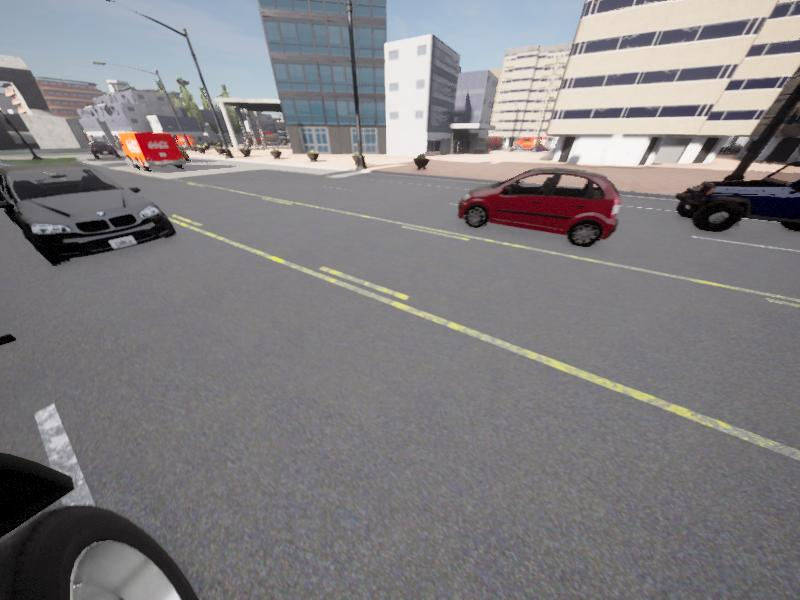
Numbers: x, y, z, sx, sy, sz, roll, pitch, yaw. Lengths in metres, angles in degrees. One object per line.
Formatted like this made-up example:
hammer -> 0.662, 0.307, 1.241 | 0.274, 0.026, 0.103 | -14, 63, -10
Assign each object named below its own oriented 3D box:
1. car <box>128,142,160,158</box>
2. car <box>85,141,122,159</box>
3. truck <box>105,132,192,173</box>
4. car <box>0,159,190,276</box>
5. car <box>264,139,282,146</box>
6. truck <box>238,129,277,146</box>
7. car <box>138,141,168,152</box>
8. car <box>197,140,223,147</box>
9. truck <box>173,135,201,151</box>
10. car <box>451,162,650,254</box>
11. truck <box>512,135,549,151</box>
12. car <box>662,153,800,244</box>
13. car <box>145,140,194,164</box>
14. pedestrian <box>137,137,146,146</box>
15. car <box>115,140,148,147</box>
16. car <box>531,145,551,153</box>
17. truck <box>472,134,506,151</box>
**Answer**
car -> -32.723, -19.180, 29.544 | 3.705, 1.549, 1.789 | 26, 42, 31
car -> -36.791, -18.667, 28.728 | 5.027, 1.651, 2.152 | 29, 44, 34
truck -> -19.859, -11.756, 18.307 | 5.204, 2.467, 2.627 | 20, 40, 26
car -> -8.068, -2.401, 5.808 | 4.611, 1.667, 2.242 | 20, 40, 25
car -> -36.833, -45.618, 67.060 | 1.851, 1.617, 3.988 | 19, 39, 25
truck -> -40.820, -46.664, 66.516 | 2.891, 3.827, 8.468 | 19, 39, 25
car -> -43.168, -26.933, 40.458 | 1.789, 1.549, 3.705 | -8, 36, -12
car -> -48.488, -40.015, 59.044 | 4.892, 1.490, 1.837 | -24, 42, -30
truck -> -41.834, -31.096, 45.593 | 2.627, 2.467, 5.204 | -17, 39, -23
car -> 3.776, -2.836, 6.569 | 3.988, 1.617, 1.851 | 20, 40, 25
truck -> 38.581, -46.586, 68.410 | 8.468, 3.827, 2.891 | 19, 39, 24
car -> 10.674, -2.826, 6.359 | 3.866, 1.878, 1.905 | 20, 40, 25
car -> -24.089, -15.511, 24.116 | 4.605, 1.855, 1.932 | 22, 41, 28
pedestrian -> -66.340, -40.683, 59.244 | 0.751, 1.860, 0.751 | -16, 38, -21
car -> -64.682, -37.724, 55.722 | 4.674, 1.442, 1.812 | -5, 36, -8
car -> 36.622, -39.254, 60.085 | 4.193, 1.474, 1.816 | 19, 39, 24
truck -> 25.951, -46.332, 67.703 | 8.468, 3.827, 2.891 | 20, 39, 24
